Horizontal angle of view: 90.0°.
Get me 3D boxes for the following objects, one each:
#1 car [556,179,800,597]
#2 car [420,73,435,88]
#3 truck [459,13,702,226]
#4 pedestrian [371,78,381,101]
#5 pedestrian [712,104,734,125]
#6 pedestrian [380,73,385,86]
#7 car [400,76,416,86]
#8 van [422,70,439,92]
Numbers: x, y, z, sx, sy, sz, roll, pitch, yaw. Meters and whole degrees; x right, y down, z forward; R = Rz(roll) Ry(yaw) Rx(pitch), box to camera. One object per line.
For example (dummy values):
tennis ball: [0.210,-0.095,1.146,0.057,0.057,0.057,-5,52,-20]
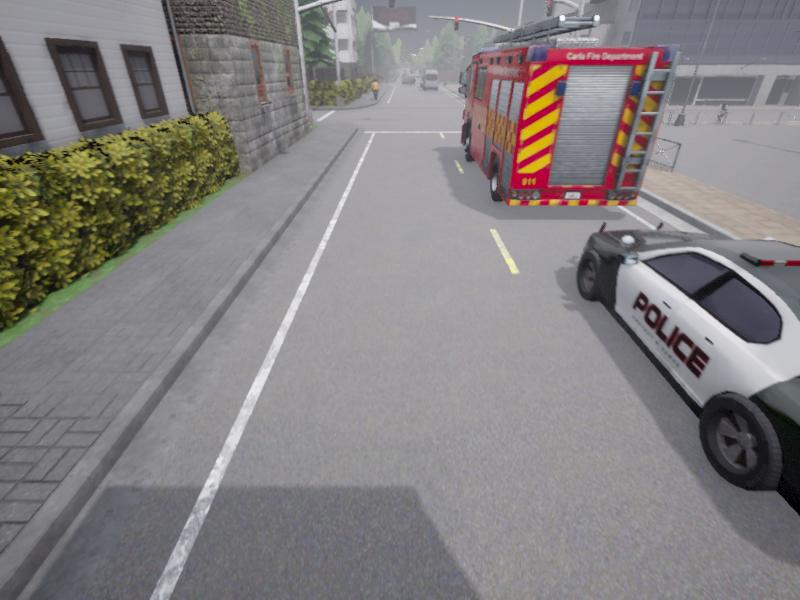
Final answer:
car: [3.694,0.055,4.394,2.038,1.542,4.974,0,30,1]
car: [4.460,-35.734,65.100,2.150,2.045,5.566,1,30,1]
truck: [3.794,-5.435,11.513,2.891,3.827,8.468,0,30,0]
pedestrian: [-2.290,-19.948,37.934,0.751,1.860,0.751,-5,31,-9]
pedestrian: [19.337,-11.147,23.978,0.500,1.100,0.500,0,30,0]
pedestrian: [-2.937,-36.960,67.033,0.751,1.860,0.751,2,30,4]
car: [1.503,-39.506,72.091,1.837,1.490,4.892,6,31,11]
van: [4.347,-31.436,57.253,1.988,2.561,5.915,0,30,1]
